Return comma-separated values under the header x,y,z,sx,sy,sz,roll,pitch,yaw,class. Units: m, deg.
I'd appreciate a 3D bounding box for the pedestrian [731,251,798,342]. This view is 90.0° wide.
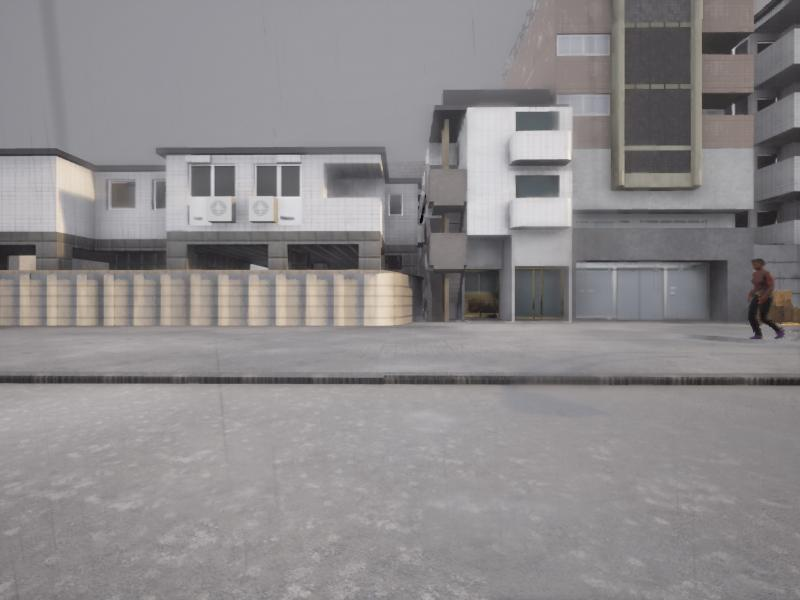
x,y,z,sx,sy,sz,roll,pitch,yaw,class
7.781,-0.067,8.574,0.751,1.860,0.751,0,0,-1,pedestrian
